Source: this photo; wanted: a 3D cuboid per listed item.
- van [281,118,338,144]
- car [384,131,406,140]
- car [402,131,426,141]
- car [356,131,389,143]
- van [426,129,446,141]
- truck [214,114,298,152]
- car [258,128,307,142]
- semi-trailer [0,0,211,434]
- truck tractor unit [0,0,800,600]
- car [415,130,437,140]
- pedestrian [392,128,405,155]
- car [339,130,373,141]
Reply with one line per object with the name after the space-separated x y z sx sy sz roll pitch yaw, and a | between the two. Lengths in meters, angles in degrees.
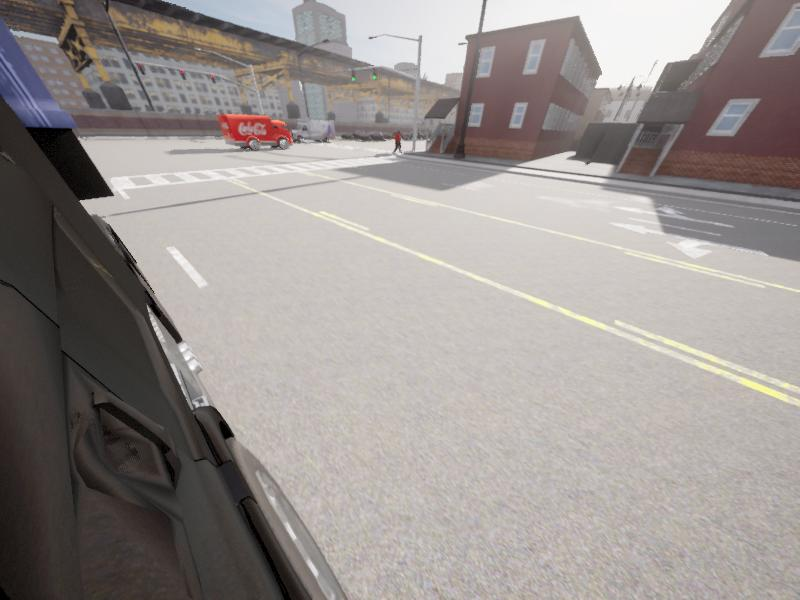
-11.407 -21.753 29.852 2.351 2.431 6.366 26 43 28 | van
-0.962 -31.860 44.770 1.994 1.385 4.181 28 44 30 | car
2.659 -31.117 43.895 1.837 1.490 4.892 29 44 30 | car
-4.295 -26.374 37.267 2.033 1.411 5.357 28 44 30 | car
7.570 -34.631 48.435 1.775 1.987 4.442 28 44 30 | van
-12.474 -14.776 20.483 2.627 2.467 5.204 28 44 30 | truck
-15.545 -22.006 30.808 2.033 1.411 5.357 28 44 30 | car
-9.375 -3.028 3.423 14.254 4.402 2.717 20 40 21 | semi-trailer
-2.645 -0.295 0.351 6.516 4.208 3.053 28 44 30 | truck tractor unit
5.754 -36.519 51.105 2.242 1.667 4.611 29 44 30 | car
-0.146 -13.934 20.297 0.751 1.860 0.751 27 43 29 | pedestrian
-7.280 -27.598 38.721 2.033 1.411 5.357 28 44 30 | car
